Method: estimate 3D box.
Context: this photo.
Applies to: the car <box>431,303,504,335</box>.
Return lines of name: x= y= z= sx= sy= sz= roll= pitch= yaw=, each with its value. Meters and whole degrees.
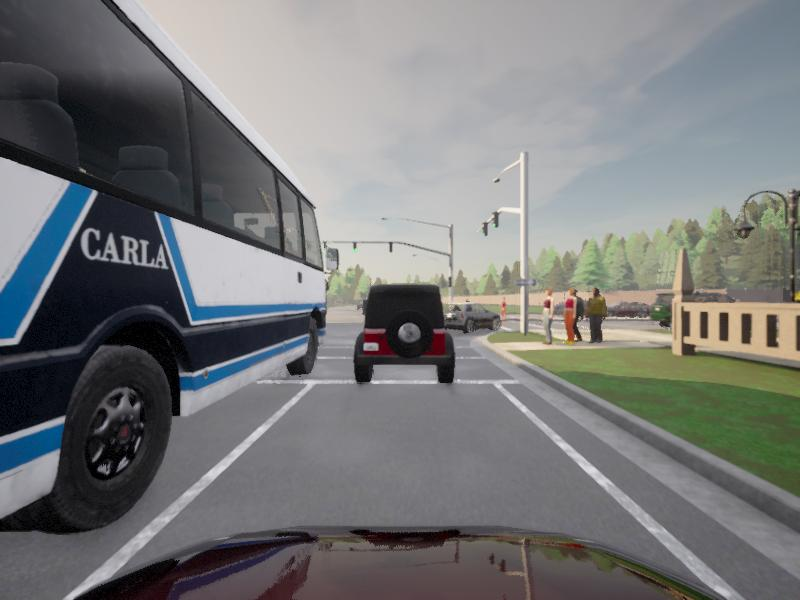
car: x=3.531 y=0.880 z=20.424 sx=1.970 sy=1.475 sz=3.806 roll=0 pitch=0 yaw=41

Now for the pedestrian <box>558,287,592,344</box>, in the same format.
pedestrian: x=5.805 y=0.503 z=13.326 sx=0.751 sy=1.860 sz=0.751 roll=0 pitch=0 yaw=-10

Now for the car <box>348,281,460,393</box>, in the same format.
car: x=0.127 y=0.654 z=8.728 sx=1.905 sy=1.878 sz=3.866 roll=0 pitch=-1 yaw=2

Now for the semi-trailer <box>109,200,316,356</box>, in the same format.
semi-trailer: x=-6.792 y=-0.593 z=18.432 sx=2.717 sy=4.402 sz=14.254 roll=0 pitch=0 yaw=1

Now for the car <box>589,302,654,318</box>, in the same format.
car: x=20.401 y=0.900 z=36.933 sx=4.792 sy=1.488 sz=2.163 roll=0 pitch=0 yaw=1

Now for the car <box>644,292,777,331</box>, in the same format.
car: x=16.943 y=0.599 z=22.097 sx=5.566 sy=2.045 sz=2.150 roll=0 pitch=0 yaw=2

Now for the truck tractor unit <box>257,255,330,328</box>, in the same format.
truck tractor unit: x=-6.710 y=-0.488 z=26.345 sx=3.053 sy=4.208 sz=6.516 roll=0 pitch=0 yaw=1

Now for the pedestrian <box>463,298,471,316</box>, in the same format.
pedestrian: x=6.943 y=0.691 z=41.470 sx=0.751 sy=1.860 sz=0.751 roll=0 pitch=0 yaw=1

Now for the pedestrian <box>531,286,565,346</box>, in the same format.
pedestrian: x=4.732 y=0.502 z=12.829 sx=0.751 sy=1.860 sz=0.751 roll=0 pitch=0 yaw=-10

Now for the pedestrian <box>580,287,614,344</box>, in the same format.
pedestrian: x=6.655 y=0.503 z=13.546 sx=0.751 sy=1.860 sz=0.751 roll=0 pitch=0 yaw=-32

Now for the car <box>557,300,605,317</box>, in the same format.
car: x=18.249 y=0.842 z=40.482 sx=3.988 sy=1.617 sz=1.851 roll=0 pitch=0 yaw=1

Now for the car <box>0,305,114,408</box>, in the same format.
car: x=-6.963 y=0.843 z=5.750 sx=2.128 sy=1.511 sz=4.902 roll=0 pitch=0 yaw=1

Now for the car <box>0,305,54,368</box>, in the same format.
car: x=-10.408 y=0.866 z=8.857 sx=1.816 sy=1.474 sz=4.193 roll=0 pitch=0 yaw=1

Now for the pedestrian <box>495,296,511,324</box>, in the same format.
pedestrian: x=6.973 y=0.673 z=27.032 sx=0.751 sy=1.860 sz=0.751 roll=0 pitch=0 yaw=-26

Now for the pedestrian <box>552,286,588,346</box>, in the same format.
pedestrian: x=5.462 y=0.502 z=12.890 sx=0.751 sy=1.860 sz=0.751 roll=0 pitch=0 yaw=-15

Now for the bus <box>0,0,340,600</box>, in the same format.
bus: x=-3.567 y=-0.528 z=5.080 sx=3.944 sy=4.253 sz=10.273 roll=0 pitch=0 yaw=1

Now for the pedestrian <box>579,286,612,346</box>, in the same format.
pedestrian: x=6.347 y=0.502 z=12.991 sx=0.751 sy=1.860 sz=0.751 roll=0 pitch=0 yaw=-42
